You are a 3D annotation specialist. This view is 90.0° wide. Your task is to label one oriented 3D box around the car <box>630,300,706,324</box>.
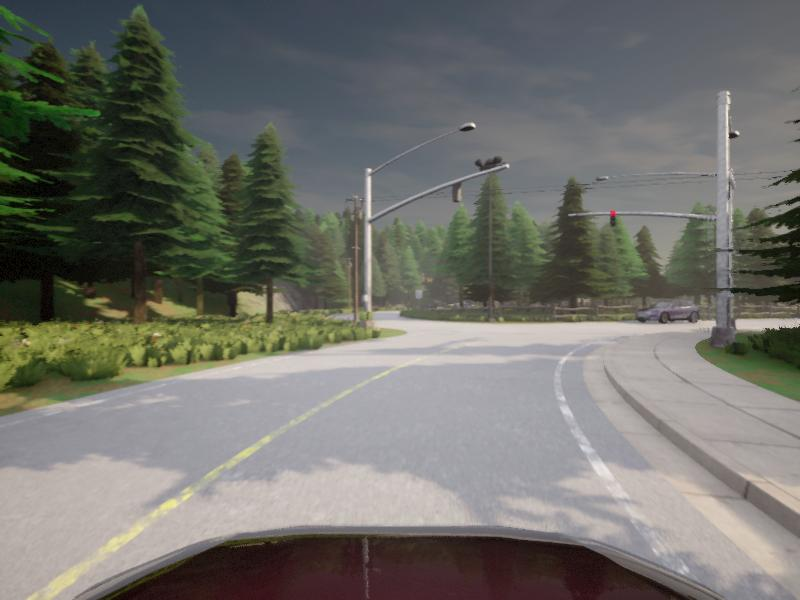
[{"bbox_3d":[19.271,0.819,28.793,4.856,1.649,2.033,0,0,-19],"label":"car"}]
